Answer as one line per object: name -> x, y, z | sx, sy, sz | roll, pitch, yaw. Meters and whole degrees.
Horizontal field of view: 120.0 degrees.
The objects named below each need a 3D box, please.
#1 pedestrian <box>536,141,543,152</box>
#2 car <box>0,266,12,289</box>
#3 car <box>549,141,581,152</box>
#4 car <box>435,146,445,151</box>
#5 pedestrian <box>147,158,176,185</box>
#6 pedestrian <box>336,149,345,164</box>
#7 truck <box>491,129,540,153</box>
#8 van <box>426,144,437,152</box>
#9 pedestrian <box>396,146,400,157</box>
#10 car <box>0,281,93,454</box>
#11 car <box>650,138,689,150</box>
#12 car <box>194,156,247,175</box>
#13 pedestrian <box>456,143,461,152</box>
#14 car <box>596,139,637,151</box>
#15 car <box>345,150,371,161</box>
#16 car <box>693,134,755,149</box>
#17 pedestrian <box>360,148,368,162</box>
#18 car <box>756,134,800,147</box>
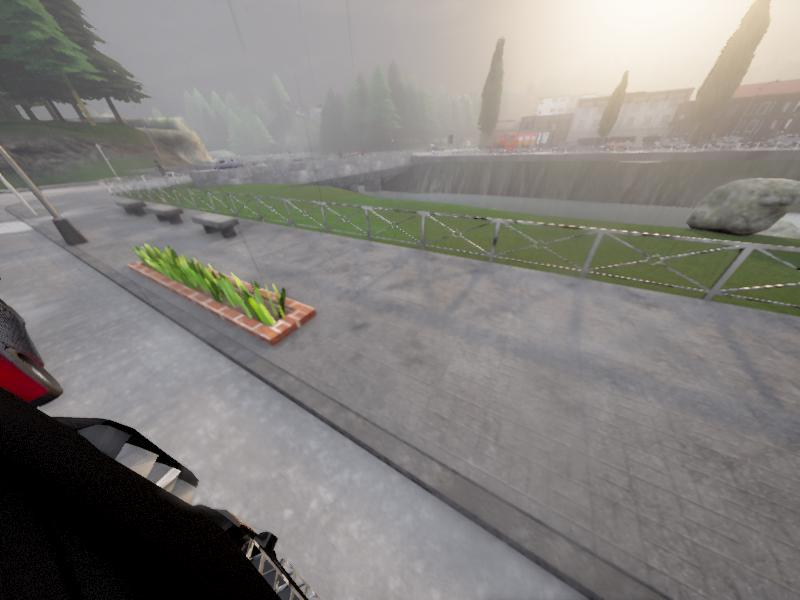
pedestrian -> 27.694, -30.400, 45.793 | 0.751, 1.860, 0.751 | 12, 36, 21
car -> -10.380, -0.991, 4.668 | 4.193, 1.474, 1.816 | 16, 38, 26
car -> 32.855, -30.620, 46.048 | 4.856, 1.649, 2.033 | 16, 38, 26
car -> 14.342, -53.931, 82.193 | 2.007, 1.525, 4.514 | 16, 38, 26
pedestrian -> -19.275, -10.414, 18.713 | 0.751, 1.860, 0.751 | 16, 38, 26
pedestrian -> -8.693, -20.942, 33.783 | 0.751, 1.860, 0.751 | 16, 38, 25
truck -> 24.601, -33.930, 49.538 | 8.468, 3.827, 2.891 | 16, 38, 26
van -> 10.519, -50.387, 76.618 | 2.069, 2.038, 4.480 | 16, 38, 26
pedestrian -> -0.438, -32.866, 51.085 | 0.751, 1.860, 0.751 | 8, 35, 15
car -> -5.296, 0.449, 2.146 | 3.633, 1.501, 1.845 | 16, 38, 26
car -> 45.951, -26.731, 39.546 | 3.806, 1.475, 1.970 | 16, 38, 25
car -> -22.748, -17.192, 29.473 | 2.242, 1.667, 4.611 | 16, 38, 26
pedestrian -> 15.410, -39.930, 60.602 | 0.751, 1.860, 0.751 | 25, 43, 35
car -> 39.762, -28.600, 42.597 | 5.027, 1.651, 2.152 | 16, 38, 26
car -> -7.848, -27.479, 44.021 | 2.038, 1.542, 4.974 | 16, 38, 26
car -> 51.319, -25.235, 36.824 | 5.238, 1.638, 1.930 | 16, 38, 26
pedestrian -> -6.009, -24.035, 38.232 | 0.751, 1.860, 0.751 | 23, 41, 33
car -> 56.743, -23.582, 34.159 | 3.806, 1.475, 1.970 | 16, 38, 26
